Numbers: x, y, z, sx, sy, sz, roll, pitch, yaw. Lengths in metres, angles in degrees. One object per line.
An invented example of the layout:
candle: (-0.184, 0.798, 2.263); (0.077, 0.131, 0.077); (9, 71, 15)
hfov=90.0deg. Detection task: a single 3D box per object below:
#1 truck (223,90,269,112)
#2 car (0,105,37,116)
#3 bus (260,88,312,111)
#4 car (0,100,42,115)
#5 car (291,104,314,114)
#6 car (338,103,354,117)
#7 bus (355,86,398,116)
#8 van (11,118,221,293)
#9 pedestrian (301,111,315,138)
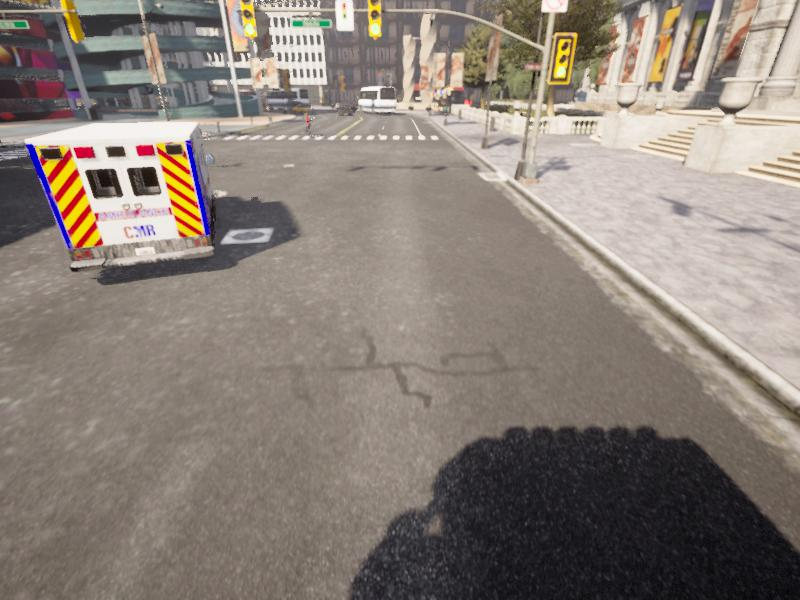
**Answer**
truck: (-31.206, -40.358, 81.134); (8.468, 3.827, 2.891); (12, 30, 22)
car: (-62.333, -30.871, 65.039); (4.514, 1.523, 2.007); (0, 27, 0)
bus: (-24.160, -42.448, 84.736); (10.273, 4.253, 3.944); (14, 30, 25)
car: (-62.275, -31.220, 64.861); (5.566, 2.045, 2.435); (0, 27, 0)
car: (-17.610, -34.505, 72.227); (1.801, 1.575, 5.366); (-18, 32, -31)
car: (-8.414, -29.366, 61.822); (1.905, 1.878, 3.866); (-7, 28, -13)
bus: (-4.226, -34.724, 69.670); (3.944, 4.253, 10.273); (-12, 30, -22)
van: (-5.711, -2.735, 9.317); (2.351, 2.431, 6.366); (-10, 29, -20)
pedestrian: (-7.183, -13.679, 31.220); (0.751, 1.860, 0.751); (-1, 27, -2)
